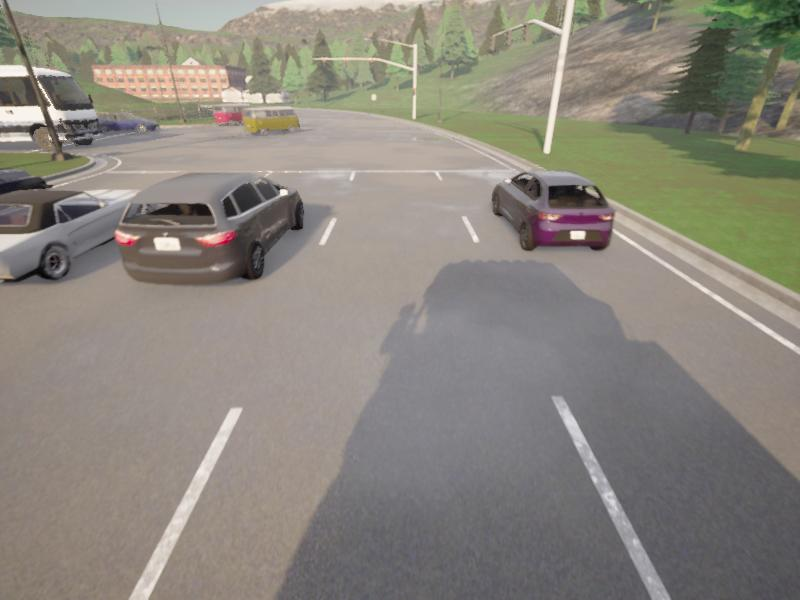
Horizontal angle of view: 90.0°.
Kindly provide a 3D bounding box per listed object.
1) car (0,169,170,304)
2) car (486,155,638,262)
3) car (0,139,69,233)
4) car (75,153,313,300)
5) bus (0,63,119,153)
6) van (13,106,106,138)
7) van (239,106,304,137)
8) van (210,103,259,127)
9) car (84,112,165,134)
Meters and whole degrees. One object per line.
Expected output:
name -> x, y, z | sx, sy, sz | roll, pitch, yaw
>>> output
car -> -7.011, -1.593, 8.178 | 1.895, 1.301, 4.718 | 0, 27, 0
car -> 3.455, -2.391, 9.560 | 1.816, 1.474, 4.193 | 0, 27, -1
car -> -10.536, -2.587, 9.433 | 1.905, 1.878, 3.866 | 0, 27, -1
car -> -3.528, -1.829, 8.238 | 2.242, 1.667, 4.611 | 1, 27, 2
bus -> -23.143, -10.921, 22.893 | 10.273, 4.253, 3.944 | -1, 27, -1
van -> -24.943, -13.128, 29.520 | 4.480, 2.038, 2.069 | -1, 27, -2
van -> -10.049, -14.160, 31.626 | 1.775, 1.987, 4.442 | 24, 36, 36
van -> -16.704, -18.870, 40.676 | 1.775, 1.987, 4.442 | 13, 30, 22
car -> -22.505, -14.543, 32.865 | 4.792, 1.488, 2.163 | -1, 27, -3
